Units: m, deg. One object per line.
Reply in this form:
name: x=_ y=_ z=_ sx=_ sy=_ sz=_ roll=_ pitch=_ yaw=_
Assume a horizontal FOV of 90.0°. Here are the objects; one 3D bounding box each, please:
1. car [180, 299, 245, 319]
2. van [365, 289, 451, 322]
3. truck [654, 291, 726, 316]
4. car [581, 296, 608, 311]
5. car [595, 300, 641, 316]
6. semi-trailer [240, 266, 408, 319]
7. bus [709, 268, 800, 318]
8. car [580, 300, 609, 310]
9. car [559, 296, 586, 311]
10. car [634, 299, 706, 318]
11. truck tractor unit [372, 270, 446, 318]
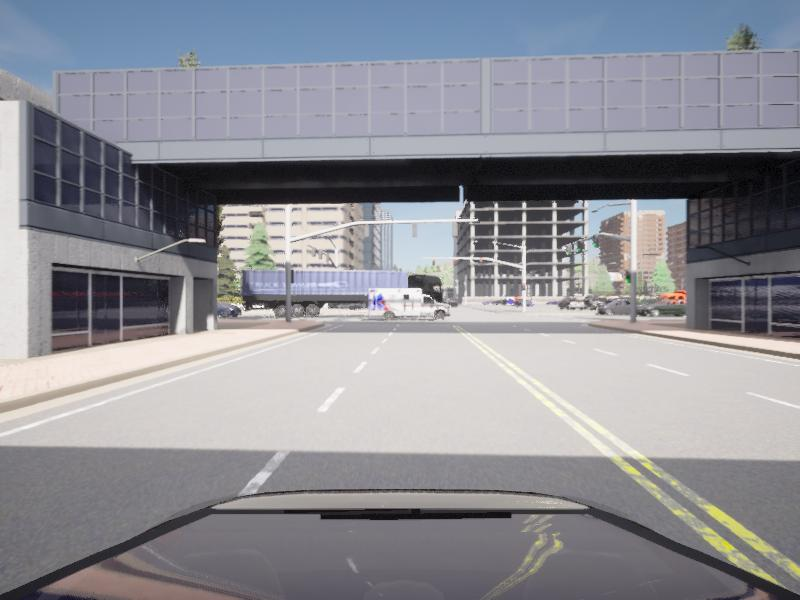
car: x=-16.379 y=0.752 z=35.096 sx=4.611 sy=1.667 sz=2.242 roll=0 pitch=0 yaw=3
van: x=0.606 y=0.367 z=30.847 sx=6.366 sy=2.431 sz=2.351 roll=0 pitch=0 yaw=2
truck: x=28.722 y=0.330 z=39.856 sx=5.204 sy=2.467 sz=2.627 roll=0 pitch=0 yaw=4
car: x=26.333 y=0.469 z=54.378 sx=1.905 sy=1.878 sz=3.866 roll=0 pitch=0 yaw=3
car: x=21.941 y=0.802 z=40.307 sx=3.633 sy=1.501 sz=1.845 roll=0 pitch=0 yaw=3
semi-trailer: x=-6.494 y=-0.634 z=35.850 sx=14.254 sy=4.402 sz=2.717 roll=0 pitch=0 yaw=-12
bus: x=34.442 y=-0.562 z=35.792 sx=10.273 sy=4.253 sz=3.944 roll=0 pitch=0 yaw=4
car: x=29.375 y=0.698 z=60.672 sx=2.033 sy=1.415 sz=5.357 roll=0 pitch=0 yaw=3
car: x=23.445 y=0.467 z=54.581 sx=1.932 sy=1.855 sz=4.605 roll=0 pitch=0 yaw=3
car: x=24.627 y=0.756 z=36.645 sx=5.027 sy=1.651 sz=2.152 roll=0 pitch=0 yaw=3
truck tractor unit: x=0.923 y=-0.539 z=38.224 sx=6.516 sy=4.208 sz=3.053 roll=0 pitch=1 yaw=-36
